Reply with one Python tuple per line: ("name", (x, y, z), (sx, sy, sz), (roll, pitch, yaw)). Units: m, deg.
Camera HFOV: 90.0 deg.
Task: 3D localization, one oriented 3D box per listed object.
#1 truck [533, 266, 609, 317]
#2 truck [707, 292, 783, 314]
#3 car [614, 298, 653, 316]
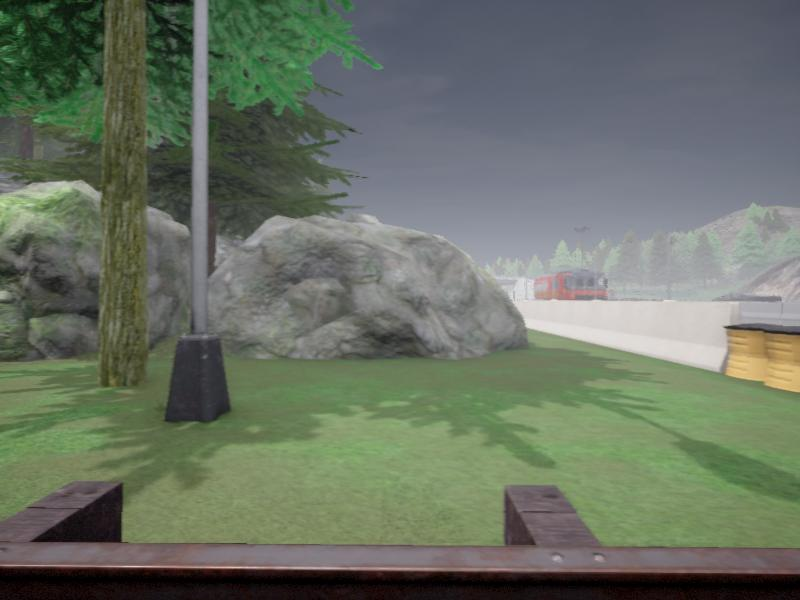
("truck", (14.216, -0.645, 34.214), (2.891, 3.827, 8.468), (0, 0, 0))
("truck", (35.187, 0.314, 41.132), (2.390, 2.098, 6.274), (0, 0, 0))
("car", (20.007, 0.557, 34.444), (1.816, 1.474, 4.193), (0, 0, 14))
